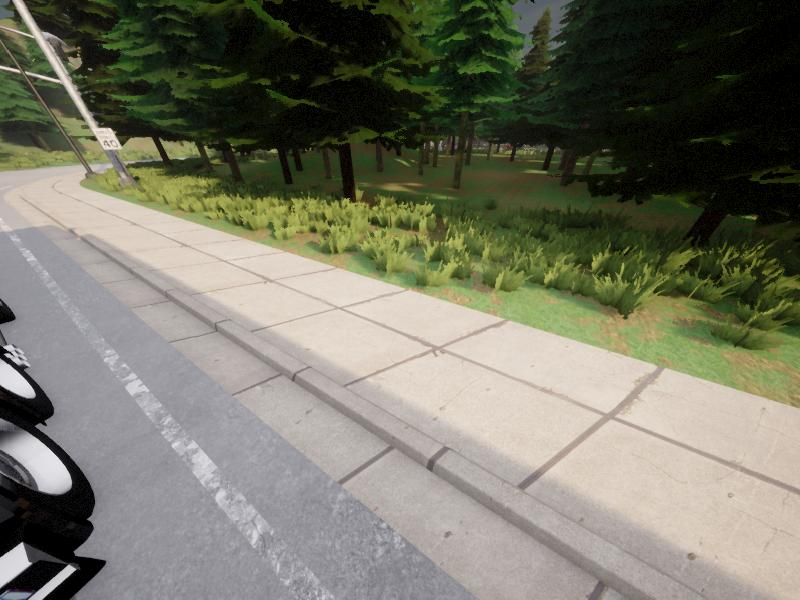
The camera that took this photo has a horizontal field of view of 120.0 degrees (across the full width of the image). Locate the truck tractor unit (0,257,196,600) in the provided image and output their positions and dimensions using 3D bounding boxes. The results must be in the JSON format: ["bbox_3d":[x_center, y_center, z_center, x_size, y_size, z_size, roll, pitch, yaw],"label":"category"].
[{"bbox_3d":[-5.099,-0.312,0.797,6.516,4.208,3.053,19,39,25],"label":"truck tractor unit"}]
